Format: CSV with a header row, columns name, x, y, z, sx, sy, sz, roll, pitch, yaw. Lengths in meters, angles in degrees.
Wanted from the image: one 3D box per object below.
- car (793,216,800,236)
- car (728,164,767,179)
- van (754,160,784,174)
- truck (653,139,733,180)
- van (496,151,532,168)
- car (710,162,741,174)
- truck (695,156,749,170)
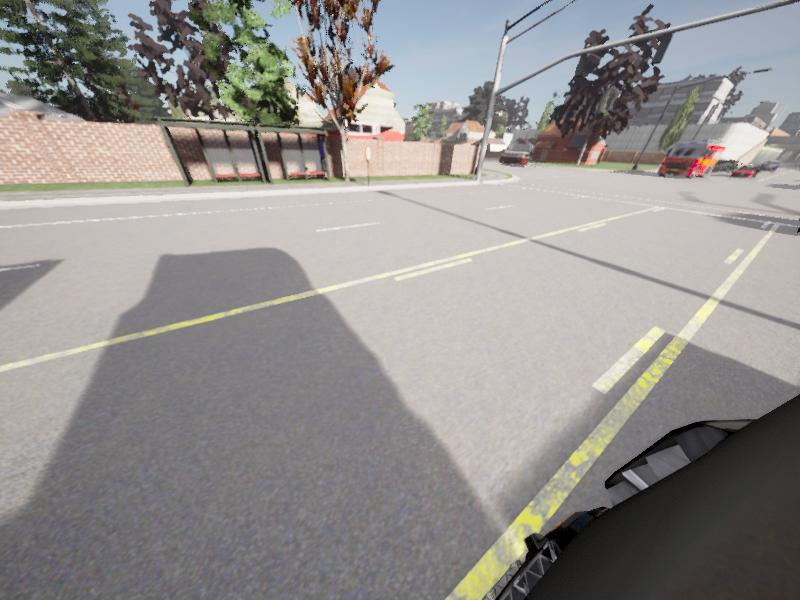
name,x,y,z,sx,sy,sz,roll,pitch,yaw
car,17.411,-3.305,8.619,5.027,1.651,2.152,-19,39,-28
car,46.464,-17.228,30.911,4.514,1.525,2.007,-18,39,-27
van,65.261,-23.544,40.815,4.442,1.987,1.775,-18,39,-27
truck,35.102,-16.836,27.686,8.468,3.827,2.891,-17,38,-26
van,17.833,-22.180,36.323,1.775,1.987,4.442,-19,40,-28
car,54.219,-22.058,38.479,4.892,1.490,1.837,-18,39,-27
truck,69.960,-29.939,50.408,2.390,2.098,6.274,-13,37,-21
